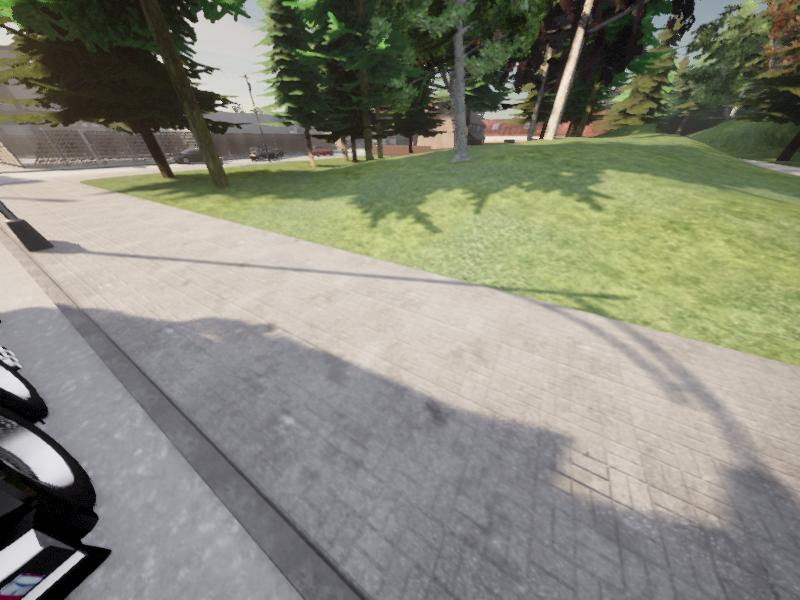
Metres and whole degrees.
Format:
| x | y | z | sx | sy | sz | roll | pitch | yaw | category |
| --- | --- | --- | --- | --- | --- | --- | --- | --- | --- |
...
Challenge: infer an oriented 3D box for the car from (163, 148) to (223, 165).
| x | y | z | sx | sy | sz | roll | pitch | yaw | category |
| --- | --- | --- | --- | --- | --- | --- | --- | --- | --- |
| -24.765 | -17.396 | 27.873 | 1.837 | 1.490 | 4.892 | 18 | 39 | 24 | car |

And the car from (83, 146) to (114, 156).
| x | y | z | sx | sy | sz | roll | pitch | yaw | category |
| --- | --- | --- | --- | --- | --- | --- | --- | --- | --- |
| -55.002 | -27.148 | 42.081 | 5.357 | 1.415 | 2.033 | 18 | 39 | 24 | car |

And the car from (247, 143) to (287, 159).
| x | y | z | sx | sy | sz | roll | pitch | yaw | category |
| --- | --- | --- | --- | --- | --- | --- | --- | --- | --- |
| -19.827 | -22.366 | 34.633 | 1.932 | 1.855 | 4.605 | 18 | 39 | 24 | car |

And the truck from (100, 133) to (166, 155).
| x | y | z | sx | sy | sz | roll | pitch | yaw | category |
| --- | --- | --- | --- | --- | --- | --- | --- | --- | --- |
| -59.695 | -35.143 | 51.986 | 2.891 | 3.827 | 8.468 | 18 | 39 | 24 | truck |

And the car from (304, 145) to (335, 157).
| x | y | z | sx | sy | sz | roll | pitch | yaw | category |
| --- | --- | --- | --- | --- | --- | --- | --- | --- | --- |
| -12.979 | -24.267 | 37.612 | 2.007 | 1.525 | 4.514 | 17 | 38 | 23 | car |

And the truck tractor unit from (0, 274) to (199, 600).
| x | y | z | sx | sy | sz | roll | pitch | yaw | category |
| --- | --- | --- | --- | --- | --- | --- | --- | --- | --- |
| -5.126 | -0.286 | 0.752 | 6.516 | 4.208 | 3.053 | 18 | 39 | 23 | truck tractor unit |

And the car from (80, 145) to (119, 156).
| x | y | z | sx | sy | sz | roll | pitch | yaw | category |
| --- | --- | --- | --- | --- | --- | --- | --- | --- | --- |
| -54.750 | -27.274 | 42.135 | 1.789 | 1.547 | 3.705 | 18 | 39 | 24 | car |

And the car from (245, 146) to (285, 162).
| x | y | z | sx | sy | sz | roll | pitch | yaw | category |
| --- | --- | --- | --- | --- | --- | --- | --- | --- | --- |
| -17.934 | -19.572 | 30.842 | 1.851 | 1.617 | 3.988 | 18 | 39 | 25 | car |

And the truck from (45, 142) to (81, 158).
| x | y | z | sx | sy | sz | roll | pitch | yaw | category |
| --- | --- | --- | --- | --- | --- | --- | --- | --- | --- |
| -57.135 | -25.485 | 39.167 | 4.478 | 2.038 | 2.069 | 18 | 39 | 24 | truck |
